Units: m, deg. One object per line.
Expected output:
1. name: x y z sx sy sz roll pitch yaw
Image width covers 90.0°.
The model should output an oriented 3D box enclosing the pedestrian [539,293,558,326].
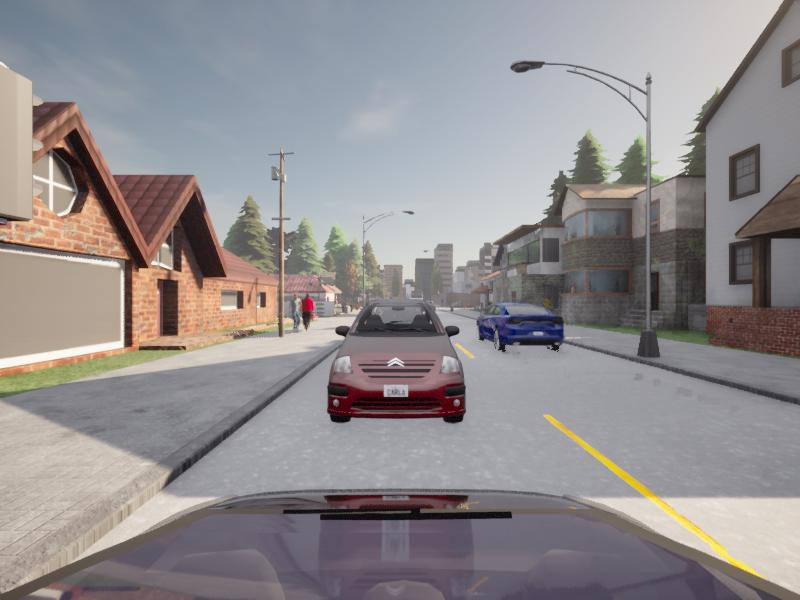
1. pedestrian: 8.524 0.533 22.988 0.751 1.860 0.751 0 0 -7

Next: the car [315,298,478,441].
1. car: -0.037 0.788 6.528 1.851 1.617 3.988 0 0 0

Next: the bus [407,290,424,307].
1. bus: 3.885 -0.319 102.546 3.944 4.253 10.273 0 0 0

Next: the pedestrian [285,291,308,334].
1. pedestrian: -4.546 0.533 17.562 0.751 1.860 0.751 0 0 -33

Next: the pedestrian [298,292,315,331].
1. pedestrian: -4.491 0.533 19.222 0.751 1.860 0.751 0 0 -11

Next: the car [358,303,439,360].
1. car: -0.034 0.851 13.091 2.163 1.488 4.792 0 0 0

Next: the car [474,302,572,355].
1. car: 3.967 0.823 13.937 1.882 1.535 5.008 0 0 0

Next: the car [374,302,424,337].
1. car: -0.032 0.851 19.557 2.163 1.488 4.792 0 0 0
